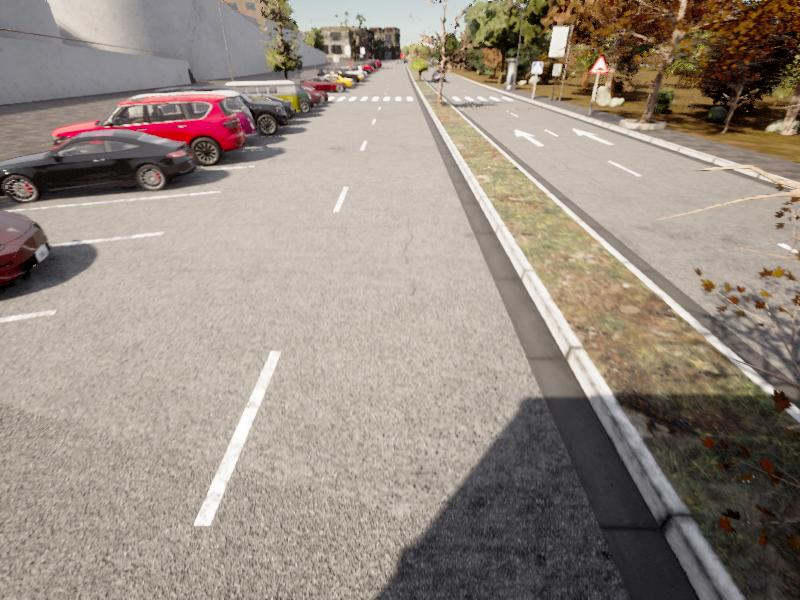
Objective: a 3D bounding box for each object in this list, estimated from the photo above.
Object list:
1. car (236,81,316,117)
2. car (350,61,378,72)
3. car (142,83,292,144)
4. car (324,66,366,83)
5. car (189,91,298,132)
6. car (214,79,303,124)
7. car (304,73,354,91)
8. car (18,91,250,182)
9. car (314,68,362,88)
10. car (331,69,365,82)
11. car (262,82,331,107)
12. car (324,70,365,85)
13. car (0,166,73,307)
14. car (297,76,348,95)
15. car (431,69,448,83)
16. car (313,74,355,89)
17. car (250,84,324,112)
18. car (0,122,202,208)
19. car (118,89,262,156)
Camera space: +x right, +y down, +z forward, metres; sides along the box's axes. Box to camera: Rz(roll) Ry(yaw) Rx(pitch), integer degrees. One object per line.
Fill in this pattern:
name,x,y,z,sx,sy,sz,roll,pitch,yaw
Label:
car,-8.030,-13.098,25.949,4.553,1.767,2.185,-11,33,-17
car,-8.059,-52.427,89.816,5.566,2.045,2.435,-11,34,-16
car,-8.039,-8.587,18.225,5.566,2.045,2.435,-11,32,-17
car,-8.073,-33.406,59.236,5.566,2.045,2.435,-11,33,-17
car,-8.054,-9.904,20.898,4.892,1.521,2.231,-11,33,-17
car,-8.170,-11.615,23.299,4.442,1.987,1.878,-11,33,-17
car,-8.222,-25.346,46.496,5.366,1.575,1.946,-11,33,-17
car,-8.092,-5.491,13.090,5.566,2.045,2.435,-11,33,-17
car,-8.025,-28.717,51.577,5.566,2.045,2.435,-11,32,-17
car,-8.069,-34.741,61.936,4.792,1.488,2.163,-11,33,-17
car,-8.030,-16.059,31.159,4.792,1.488,2.163,-11,32,-17
car,-7.874,-31.664,56.870,5.366,1.575,1.946,-11,33,-17
car,-8.039,-0.663,5.575,4.792,1.488,2.163,-11,32,-17
car,-8.026,-22.259,41.440,4.792,1.488,2.163,-11,32,-17
car,5.785,-33.078,59.059,2.033,1.649,4.856,0,32,0
car,-8.053,-26.903,49.146,4.674,1.452,2.002,-11,32,-17
car,-8.052,-14.491,28.580,4.674,1.452,2.002,-11,33,-17
car,-8.060,-3.713,10.693,4.674,1.452,2.002,-11,33,-17
car,-7.957,-7.042,15.709,4.442,1.987,1.878,-11,32,-17
